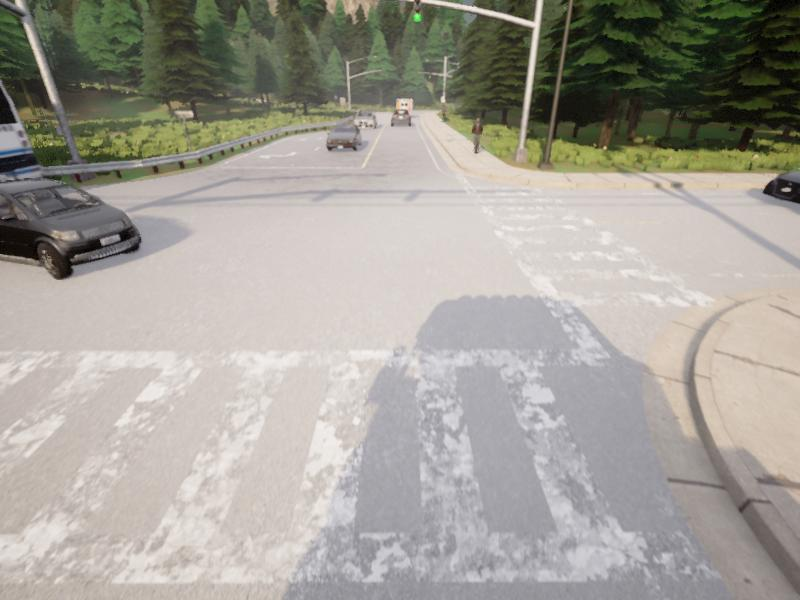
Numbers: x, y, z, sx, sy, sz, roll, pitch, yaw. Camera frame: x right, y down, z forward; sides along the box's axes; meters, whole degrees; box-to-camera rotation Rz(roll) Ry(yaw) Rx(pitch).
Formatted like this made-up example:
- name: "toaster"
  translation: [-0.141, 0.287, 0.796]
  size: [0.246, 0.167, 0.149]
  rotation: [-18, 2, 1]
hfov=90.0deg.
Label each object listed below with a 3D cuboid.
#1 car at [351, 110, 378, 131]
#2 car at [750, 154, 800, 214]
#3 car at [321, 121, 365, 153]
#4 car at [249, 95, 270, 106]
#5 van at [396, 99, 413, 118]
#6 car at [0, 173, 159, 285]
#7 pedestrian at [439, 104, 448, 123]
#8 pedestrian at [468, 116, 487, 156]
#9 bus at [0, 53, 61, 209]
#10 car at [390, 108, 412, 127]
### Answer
- name: "car"
  translation: [-3.418, -17.742, 39.363]
  size: [2.242, 1.667, 4.611]
  rotation: [0, 27, 1]
- name: "car"
  translation: [13.476, -3.437, 11.784]
  size: [4.181, 1.385, 1.994]
  rotation: [0, 27, 1]
- name: "car"
  translation: [-3.483, -10.482, 25.538]
  size: [2.033, 1.411, 5.357]
  rotation: [0, 27, 0]
- name: "car"
  translation: [-28.631, -40.833, 81.893]
  size: [3.866, 1.878, 1.905]
  rotation: [-4, 27, -16]
- name: "van"
  translation: [0.744, -28.718, 59.862]
  size: [2.351, 2.431, 6.366]
  rotation: [1, 27, 2]
- name: "car"
  translation: [-7.268, -1.574, 8.106]
  size: [3.705, 1.549, 1.789]
  rotation: [8, 27, 17]
- name: "pedestrian"
  translation: [4.912, -20.904, 44.857]
  size: [0.751, 1.860, 0.751]
  rotation: [-5, 28, -9]
- name: "pedestrian"
  translation: [4.014, -8.541, 20.806]
  size: [0.751, 1.860, 0.751]
  rotation: [3, 27, 7]
- name: "bus"
  translation: [-17.411, -4.929, 11.775]
  size: [10.273, 4.253, 3.944]
  rotation: [0, 27, 0]
- name: "car"
  translation: [0.144, -19.967, 43.667]
  size: [2.242, 1.667, 4.611]
  rotation: [0, 27, 1]
